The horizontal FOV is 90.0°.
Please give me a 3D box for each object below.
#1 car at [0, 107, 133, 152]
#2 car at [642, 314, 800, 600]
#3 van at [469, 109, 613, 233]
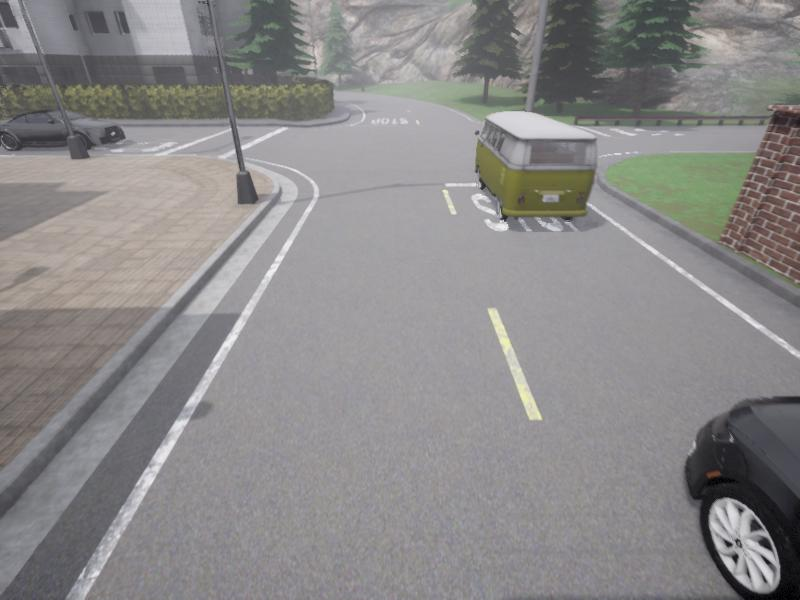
[{"bbox_3d":[-13.517,-6.800,15.915,4.181,1.385,1.994,-1,30,-1],"label":"car"},{"bbox_3d":[3.125,1.985,1.125,1.837,1.490,4.892,0,31,-1],"label":"car"},{"bbox_3d":[3.022,-3.382,9.809,1.775,1.987,4.442,0,30,0],"label":"van"}]
